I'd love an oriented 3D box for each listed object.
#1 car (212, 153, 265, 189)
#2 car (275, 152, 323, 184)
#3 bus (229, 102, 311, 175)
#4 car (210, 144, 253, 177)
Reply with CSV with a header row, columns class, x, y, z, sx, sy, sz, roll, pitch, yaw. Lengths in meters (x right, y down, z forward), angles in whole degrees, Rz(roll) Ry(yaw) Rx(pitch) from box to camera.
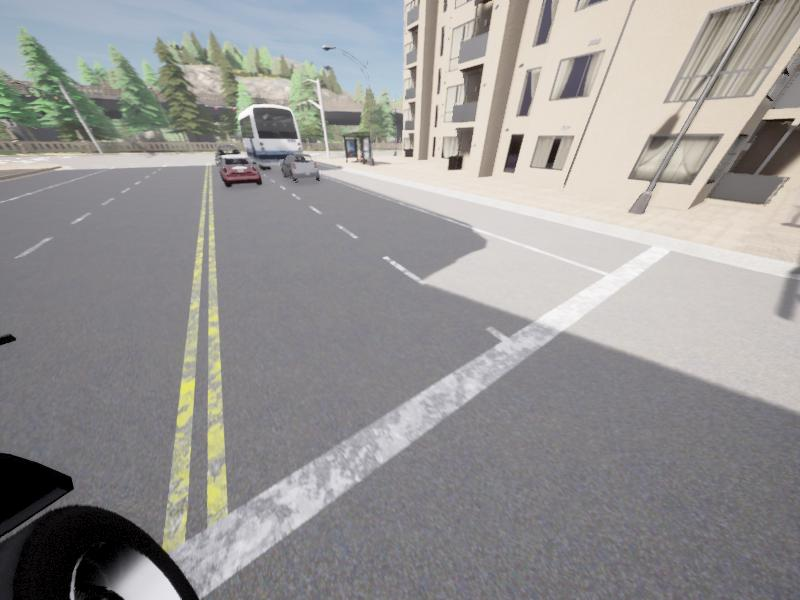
class,x,y,z,sx,sy,sz,roll,pitch,yaw
car,-9.730,-7.846,13.876,1.970,1.475,3.806,-21,40,-28
car,-6.787,-8.931,15.455,1.845,1.501,3.633,-21,40,-28
bus,-11.970,-14.356,20.808,3.944,4.253,10.273,-21,40,-28
car,-13.086,-10.882,17.849,1.932,1.855,4.605,-21,40,-28
